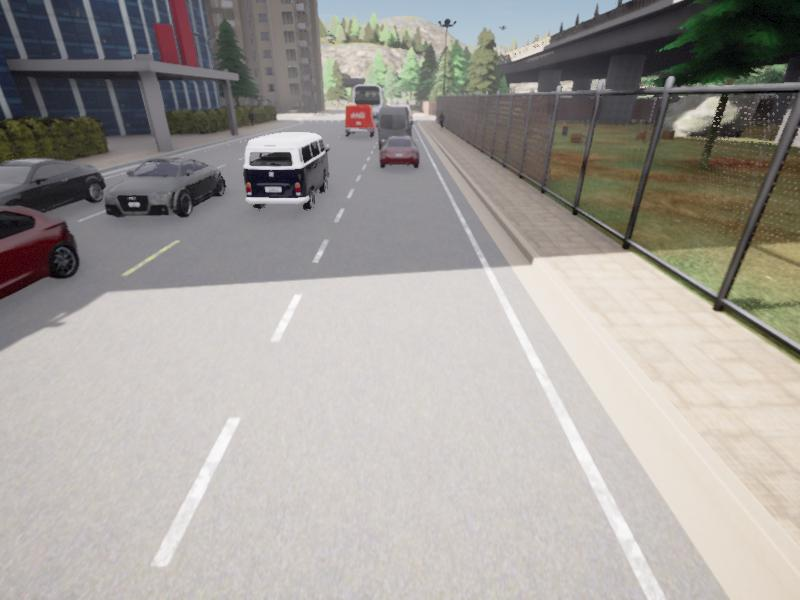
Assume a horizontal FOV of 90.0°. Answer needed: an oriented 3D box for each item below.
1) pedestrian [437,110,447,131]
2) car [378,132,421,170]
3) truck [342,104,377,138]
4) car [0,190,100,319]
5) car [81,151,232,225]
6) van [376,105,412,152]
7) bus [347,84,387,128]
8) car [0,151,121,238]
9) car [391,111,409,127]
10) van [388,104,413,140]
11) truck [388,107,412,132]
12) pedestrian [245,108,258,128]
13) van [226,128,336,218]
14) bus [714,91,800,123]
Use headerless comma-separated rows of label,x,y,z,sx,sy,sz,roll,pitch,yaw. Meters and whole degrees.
pedestrian,4.055,-17.340,38.659,0.751,1.860,0.751,0,27,-1
car,-0.007,-7.690,20.449,1.994,1.385,4.181,1,27,0
truck,-3.504,-16.197,36.035,2.627,2.467,5.204,0,27,0
car,-6.995,-0.450,5.922,1.816,1.474,4.193,0,27,0
car,-7.007,-3.558,12.193,1.994,1.385,4.181,0,27,-1
van,-0.267,-11.855,27.392,1.988,2.561,5.915,2,27,3
bus,-3.625,-23.103,47.710,3.944,4.253,10.273,0,26,0
car,-10.497,-3.185,11.332,1.812,1.442,4.674,0,27,0
car,-0.010,-22.471,49.552,2.128,1.511,4.902,0,27,0
van,0.000,-15.628,34.867,1.988,2.561,5.915,0,27,0
truck,-0.008,-19.228,42.480,2.390,2.098,6.274,0,27,0
pedestrian,-15.536,-19.071,41.870,0.751,1.860,0.751,0,27,-1
van,-3.499,-4.261,12.876,2.069,2.038,4.480,0,27,0
bus,57.242,-30.586,63.318,10.273,4.253,3.944,8,28,15
